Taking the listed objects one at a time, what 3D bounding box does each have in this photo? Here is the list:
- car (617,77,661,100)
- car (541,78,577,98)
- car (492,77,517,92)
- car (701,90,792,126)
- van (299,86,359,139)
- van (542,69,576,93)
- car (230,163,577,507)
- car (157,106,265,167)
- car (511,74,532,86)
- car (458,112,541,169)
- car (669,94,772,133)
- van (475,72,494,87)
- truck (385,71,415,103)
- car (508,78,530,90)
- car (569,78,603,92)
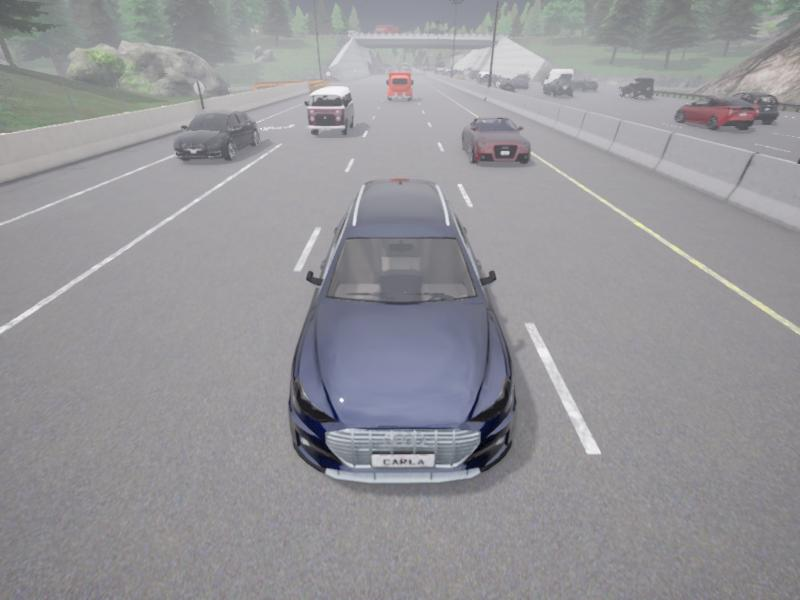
[{"bbox_3d":[24.489,-21.773,41.173,1.905,1.878,3.866,0,31,0],"label":"car"},{"bbox_3d":[17.486,-23.530,44.260,2.097,1.767,4.553,0,30,0],"label":"car"},{"bbox_3d":[13.985,-28.900,53.674,2.038,1.542,4.974,0,31,0],"label":"car"},{"bbox_3d":[20.995,-11.829,24.520,1.851,1.617,3.988,0,30,0],"label":"car"},{"bbox_3d":[-3.415,-9.582,20.266,2.069,2.038,4.480,0,30,1],"label":"van"},{"bbox_3d":[20.989,-29.188,53.159,1.988,2.561,5.915,0,30,0],"label":"van"},{"bbox_3d":[0.011,-0.294,4.859,2.033,1.649,4.856,0,30,0],"label":"car"},{"bbox_3d":[-6.993,-6.478,15.520,1.837,1.490,4.892,0,31,0],"label":"car"},{"bbox_3d":[20.979,-38.162,69.297,2.242,1.667,4.611,0,30,0],"label":"car"},{"bbox_3d":[3.496,-6.057,14.927,1.994,1.385,4.181,0,30,0],"label":"car"},{"bbox_3d":[17.438,-10.398,22.164,2.007,1.525,4.514,0,30,1],"label":"car"},{"bbox_3d":[13.979,-36.795,66.603,2.069,2.038,4.480,0,30,0],"label":"van"},{"bbox_3d":[-0.012,-20.551,38.520,2.627,2.467,5.204,0,30,0],"label":"truck"},{"bbox_3d":[17.482,-31.866,58.875,1.994,1.385,4.181,0,30,0],"label":"car"},{"bbox_3d":[24.484,-28.473,52.956,2.128,1.511,4.902,0,30,0],"label":"car"}]
